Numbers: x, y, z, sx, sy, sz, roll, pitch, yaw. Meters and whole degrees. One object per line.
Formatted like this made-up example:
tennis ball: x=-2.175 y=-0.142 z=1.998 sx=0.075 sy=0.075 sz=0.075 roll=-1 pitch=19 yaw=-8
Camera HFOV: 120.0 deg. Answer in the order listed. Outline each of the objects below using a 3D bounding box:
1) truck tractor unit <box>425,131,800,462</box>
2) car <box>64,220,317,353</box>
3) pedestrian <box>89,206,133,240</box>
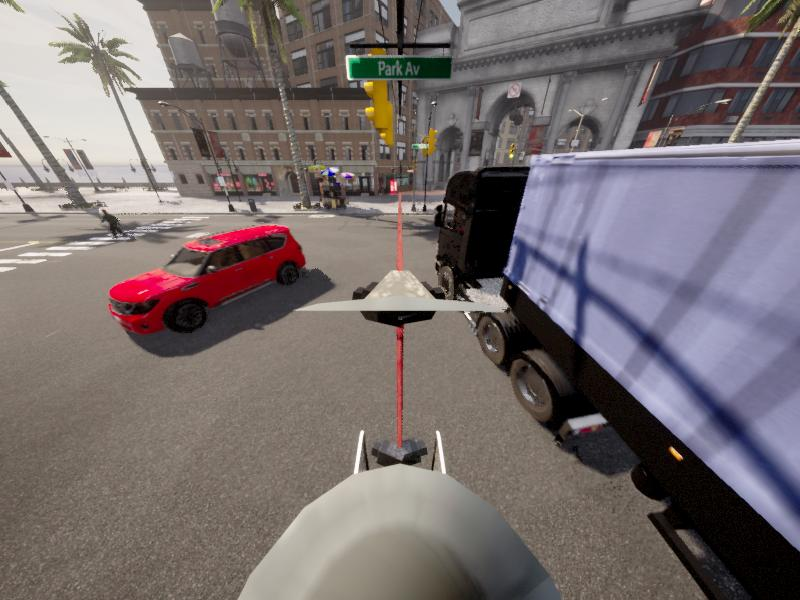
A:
truck tractor unit: x=3.109 y=-1.029 z=5.575 sx=3.053 sy=4.208 sz=6.516 roll=-5 pitch=31 yaw=-9
car: x=-5.865 y=-1.054 z=7.784 sx=2.150 sy=2.045 sz=5.566 roll=14 pitch=33 yaw=24
pedestrian: x=-17.865 y=-4.749 z=14.322 sx=0.751 sy=1.860 sz=0.751 roll=1 pitch=30 yaw=1
